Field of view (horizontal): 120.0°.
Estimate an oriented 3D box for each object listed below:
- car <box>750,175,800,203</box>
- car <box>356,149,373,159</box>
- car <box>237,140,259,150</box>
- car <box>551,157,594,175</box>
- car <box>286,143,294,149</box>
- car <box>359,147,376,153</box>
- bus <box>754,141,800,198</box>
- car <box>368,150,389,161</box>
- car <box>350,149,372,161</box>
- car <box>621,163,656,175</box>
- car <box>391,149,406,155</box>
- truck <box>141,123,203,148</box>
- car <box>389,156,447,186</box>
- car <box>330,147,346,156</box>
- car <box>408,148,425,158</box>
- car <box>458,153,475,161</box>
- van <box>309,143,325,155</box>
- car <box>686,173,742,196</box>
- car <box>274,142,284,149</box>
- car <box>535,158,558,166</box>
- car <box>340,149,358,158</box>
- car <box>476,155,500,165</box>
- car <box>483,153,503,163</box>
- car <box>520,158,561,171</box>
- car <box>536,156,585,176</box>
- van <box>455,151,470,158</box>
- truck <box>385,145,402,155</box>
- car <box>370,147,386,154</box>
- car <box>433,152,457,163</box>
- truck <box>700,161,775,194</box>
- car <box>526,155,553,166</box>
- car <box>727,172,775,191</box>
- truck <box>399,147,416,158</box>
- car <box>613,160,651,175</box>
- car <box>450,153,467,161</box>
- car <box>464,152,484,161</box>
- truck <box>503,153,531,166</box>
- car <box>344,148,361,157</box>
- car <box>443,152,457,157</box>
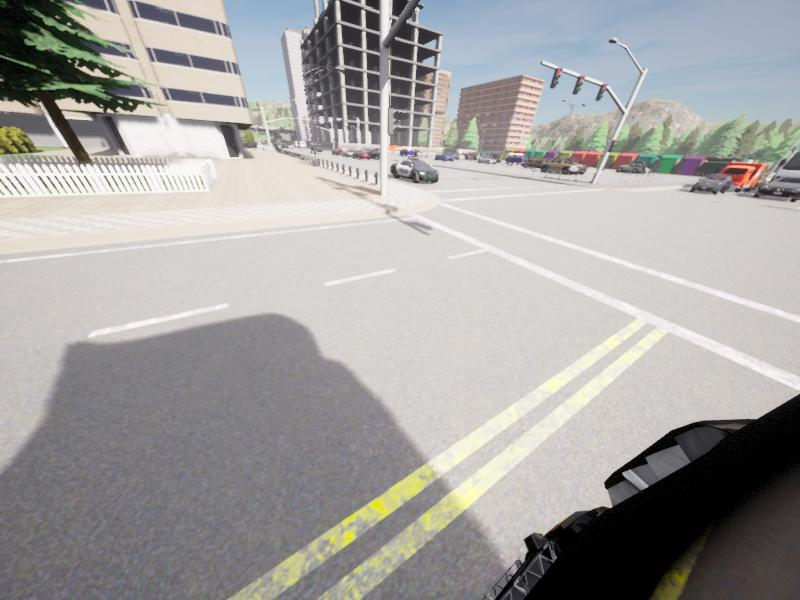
[{"bbox_3d":[31.848,-9.231,19.082,5.027,1.651,2.152,-16,38,-26],"label":"car"},{"bbox_3d":[-7.337,-30.259,47.802,1.812,1.442,4.674,-16,38,-26],"label":"car"},{"bbox_3d":[-35.419,-36.082,53.806,3.866,1.878,1.905,-16,38,-27],"label":"car"},{"bbox_3d":[23.685,-18.507,31.919,1.905,1.878,3.866,-16,38,-26],"label":"car"},{"bbox_3d":[-37.753,-52.718,79.164,1.851,1.617,3.988,-16,38,-26],"label":"car"},{"bbox_3d":[-10.843,-49.849,76.970,5.357,1.411,2.033,-16,38,-26],"label":"car"},{"bbox_3d":[40.607,-12.539,22.416,10.273,4.253,3.944,-15,37,-25],"label":"bus"},{"bbox_3d":[-4.084,-27.085,43.188,1.882,1.535,5.008,-16,38,-26],"label":"car"},{"bbox_3d":[-7.017,-26.114,41.530,2.163,1.488,4.792,-16,38,-26],"label":"car"},{"bbox_3d":[43.160,-23.780,41.922,1.970,1.475,3.806,-16,38,-26],"label":"car"},{"bbox_3d":[-0.382,-50.610,78.943,4.611,1.667,2.242,-16,38,-26],"label":"car"},{"bbox_3d":[-48.672,-35.368,49.857,8.468,3.827,2.891,-15,38,-26],"label":"truck"},{"bbox_3d":[1.206,-10.275,18.225,2.038,1.542,4.974,-15,38,-26],"label":"car"},{"bbox_3d":[-13.709,-32.719,50.994,1.812,1.442,4.674,-16,38,-26],"label":"car"},{"bbox_3d":[4.211,-37.897,59.617,1.932,1.855,4.605,-16,38,-26],"label":"car"},{"bbox_3d":[17.295,-37.282,60.144,1.784,1.438,3.905,-16,38,-26],"label":"car"},{"bbox_3d":[-18.914,-34.292,52.402,2.069,2.038,4.480,-16,38,-26],"label":"van"},{"bbox_3d":[27.607,-10.247,20.352,3.633,1.501,1.845,-15,38,-26],"label":"car"},{"bbox_3d":[-39.898,-51.046,76.355,2.033,1.649,4.856,-16,38,-26],"label":"car"},{"bbox_3d":[34.443,-32.485,54.305,1.784,1.438,3.905,-16,38,-26],"label":"car"},{"bbox_3d":[-10.213,-29.199,46.097,1.895,1.301,4.718,-16,38,-26],"label":"car"},{"bbox_3d":[17.315,-27.647,45.643,1.970,1.475,3.806,-16,38,-26],"label":"car"},{"bbox_3d":[21.640,-33.137,53.861,1.905,1.878,3.866,-16,38,-26],"label":"car"},{"bbox_3d":[22.817,-22.173,37.811,2.033,1.415,5.357,-16,38,-26],"label":"car"},{"bbox_3d":[21.152,-17.834,30.690,1.932,1.855,4.605,-16,38,-26],"label":"car"},{"bbox_3d":[22.665,-52.912,83.864,4.480,2.038,2.069,-16,38,-26],"label":"van"},{"bbox_3d":[-2.244,-52.701,81.100,5.204,2.467,2.627,-16,38,-26],"label":"truck"},{"bbox_3d":[-7.133,-48.780,75.412,4.892,1.490,1.837,-16,38,-26],"label":"car"},{"bbox_3d":[9.241,-29.543,47.714,2.242,1.667,4.611,-16,38,-26],"label":"car"},{"bbox_3d":[33.565,-12.234,22.993,5.204,2.467,2.627,-15,37,-25],"label":"truck"},{"bbox_3d":[31.913,-31.990,52.967,1.932,1.855,4.605,-16,38,-26],"label":"car"},{"bbox_3d":[40.082,-13.578,26.366,5.366,1.575,1.801,-15,37,-25],"label":"car"},{"bbox_3d":[1.743,-37.240,58.249,2.069,2.038,4.478,-16,38,-26],"label":"truck"},{"bbox_3d":[40.659,-23.283,40.531,1.905,1.878,3.866,-16,38,-26],"label":"car"},{"bbox_3d":[14.787,-36.554,58.895,1.970,1.475,3.806,-16,38,-26],"label":"car"},{"bbox_3d":[19.603,-38.133,61.238,1.932,1.855,4.605,-16,38,-26],"label":"car"},{"bbox_3d":[24.830,-30.049,49.279,2.069,2.038,4.478,-16,38,-26],"label":"truck"},{"bbox_3d":[-10.973,-33.845,52.966,2.033,1.411,5.357,-16,38,-26],"label":"car"},{"bbox_3d":[18.444,-53.703,85.249,4.902,1.511,2.128,-16,38,-26],"label":"car"}]
